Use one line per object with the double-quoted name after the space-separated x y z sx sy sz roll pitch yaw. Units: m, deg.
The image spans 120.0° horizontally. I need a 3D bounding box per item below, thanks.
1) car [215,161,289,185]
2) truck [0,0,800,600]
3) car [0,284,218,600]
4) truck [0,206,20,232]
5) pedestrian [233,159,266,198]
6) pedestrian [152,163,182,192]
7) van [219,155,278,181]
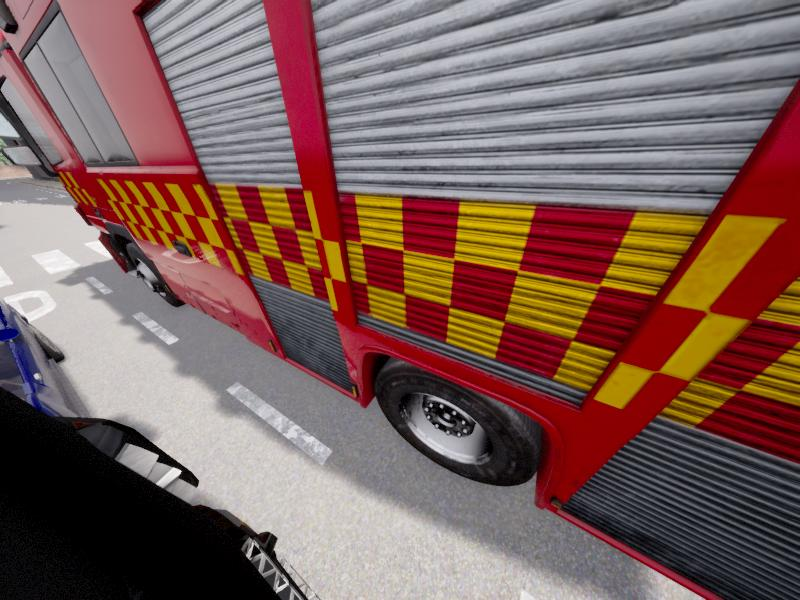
-13.460 -11.862 21.492 2.033 1.411 5.357 16 38 26 "car"
-1.189 -1.507 2.851 8.468 3.827 2.891 16 38 26 "truck"
-3.697 1.054 1.476 4.718 1.301 1.895 16 38 26 "car"
-16.069 -2.081 6.340 2.390 2.098 6.274 -14 35 -15 "truck"
-8.502 -6.865 13.118 0.751 1.860 0.751 18 39 28 "pedestrian"
-17.626 -9.317 17.521 0.751 1.860 0.751 18 39 28 "pedestrian"
-15.599 -13.859 24.130 1.775 1.987 4.442 16 38 26 "van"
